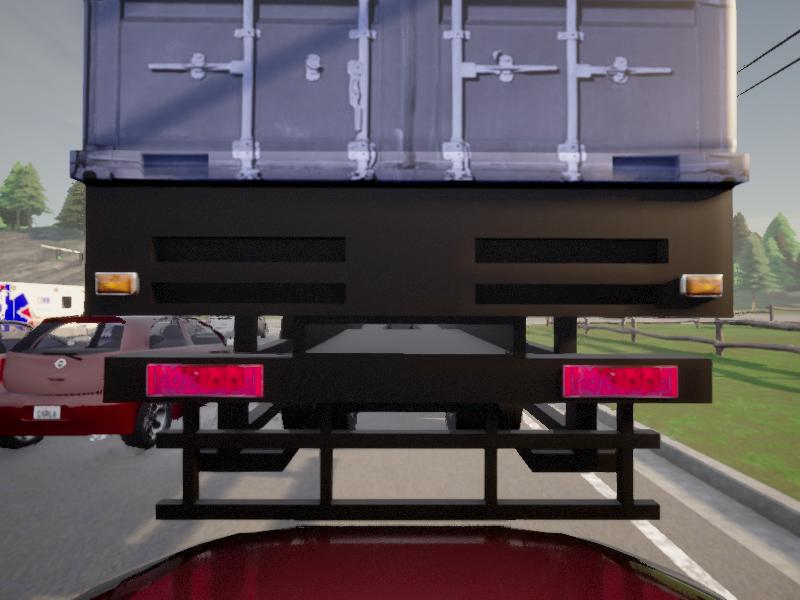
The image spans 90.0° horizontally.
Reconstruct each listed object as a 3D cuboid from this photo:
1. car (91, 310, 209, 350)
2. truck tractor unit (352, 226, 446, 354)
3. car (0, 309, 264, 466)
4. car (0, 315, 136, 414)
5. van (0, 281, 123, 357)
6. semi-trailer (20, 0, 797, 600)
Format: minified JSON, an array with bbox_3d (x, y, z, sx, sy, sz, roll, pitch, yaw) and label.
[{"bbox_3d":[-10.595,1.176,17.566,2.033,1.411,5.357,0,-1,-3],"label":"car"},{"bbox_3d":[-0.052,-0.325,16.461,3.053,4.208,6.516,0,0,0],"label":"truck tractor unit"},{"bbox_3d":[-3.519,0.912,5.788,1.845,1.501,3.633,0,-1,0],"label":"car"},{"bbox_3d":[-7.022,1.012,6.400,2.033,1.411,5.357,0,-1,0],"label":"car"},{"bbox_3d":[-14.124,0.660,15.655,2.351,2.431,6.366,0,-1,-2],"label":"van"},{"bbox_3d":[0.006,-0.540,8.554,2.717,4.402,14.254,0,-1,0],"label":"semi-trailer"}]
